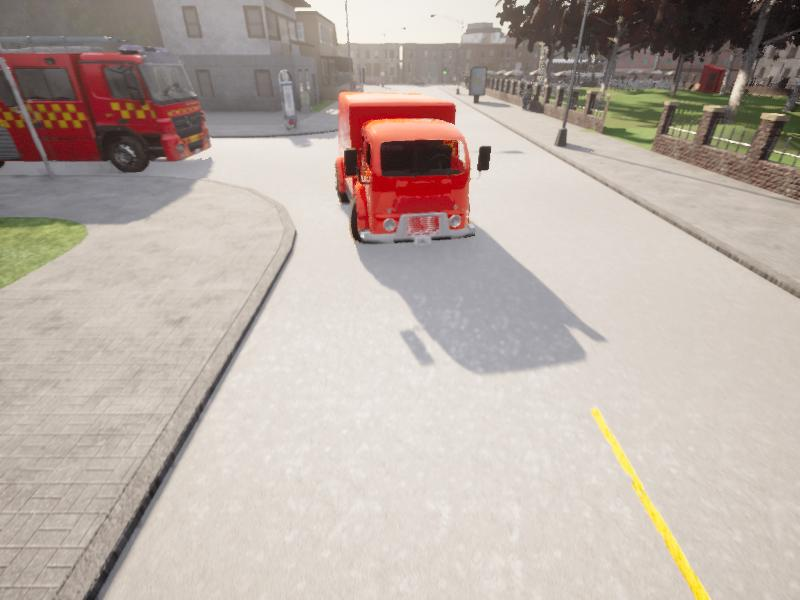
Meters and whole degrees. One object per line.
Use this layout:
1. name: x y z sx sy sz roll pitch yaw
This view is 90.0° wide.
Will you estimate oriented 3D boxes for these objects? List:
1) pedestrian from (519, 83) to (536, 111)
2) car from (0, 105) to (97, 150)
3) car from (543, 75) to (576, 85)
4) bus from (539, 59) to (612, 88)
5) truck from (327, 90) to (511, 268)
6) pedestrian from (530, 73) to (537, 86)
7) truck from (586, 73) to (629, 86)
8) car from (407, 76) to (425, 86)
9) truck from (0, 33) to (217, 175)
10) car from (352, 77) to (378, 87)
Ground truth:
1. pedestrian: 9.365 -14.963 29.498 0.751 1.860 0.751 0 30 0
2. car: -16.270 -7.458 17.243 4.514 1.525 2.007 0 30 0
3. car: 29.463 -40.618 73.950 5.008 1.535 1.882 0 30 0
4. bus: 30.520 -39.653 70.040 10.273 4.253 3.944 0 30 0
5. truck: -0.078 -3.045 8.756 2.627 2.467 5.204 -5 31 -10
6. pedestrian: 22.049 -36.398 66.141 0.751 1.860 0.751 0 30 0
7. truck: 38.198 -40.767 73.886 6.274 2.098 2.390 0 30 0
8. car: 2.793 -38.419 70.191 1.845 1.501 3.633 -10 32 -16
9. truck: -11.306 -6.445 13.235 8.468 3.827 2.891 0 30 0
10. car: -6.381 -40.390 74.078 4.674 1.442 1.812 0 30 0
